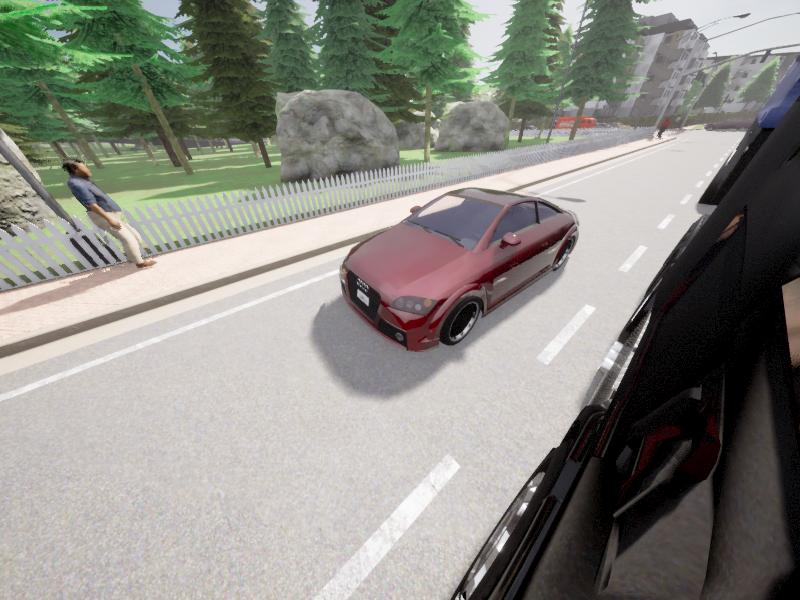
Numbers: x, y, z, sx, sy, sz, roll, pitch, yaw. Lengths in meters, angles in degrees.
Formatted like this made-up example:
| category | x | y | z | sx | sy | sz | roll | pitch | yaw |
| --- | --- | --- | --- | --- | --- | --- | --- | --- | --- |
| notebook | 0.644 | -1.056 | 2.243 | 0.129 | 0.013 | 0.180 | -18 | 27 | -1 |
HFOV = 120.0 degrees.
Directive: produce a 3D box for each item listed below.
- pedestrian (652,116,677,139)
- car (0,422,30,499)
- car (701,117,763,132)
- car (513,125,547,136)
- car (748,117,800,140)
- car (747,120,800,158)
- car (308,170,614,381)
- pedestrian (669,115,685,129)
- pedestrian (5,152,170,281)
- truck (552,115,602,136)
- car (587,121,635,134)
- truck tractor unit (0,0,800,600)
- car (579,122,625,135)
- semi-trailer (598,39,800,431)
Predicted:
| category | x | y | z | sx | sy | sz | roll | pitch | yaw |
| --- | --- | --- | --- | --- | --- | --- | --- | --- | --- |
| pedestrian | 26.932 | -17.591 | 23.587 | 0.751 | 1.860 | 0.751 | -17 | 39 | -19 |
| car | -4.470 | 1.841 | 0.127 | 3.988 | 1.617 | 1.851 | -27 | 43 | -29 |
| car | 45.384 | -24.069 | 31.710 | 1.812 | 1.442 | 4.674 | -26 | 43 | -28 |
| car | 23.190 | -30.321 | 41.420 | 1.837 | 1.490 | 4.892 | -26 | 43 | -28 |
| car | 35.159 | -15.803 | 21.287 | 4.792 | 1.488 | 2.163 | -20 | 40 | -22 |
| car | 23.433 | -9.953 | 14.134 | 5.366 | 1.575 | 1.801 | -27 | 43 | -29 |
| car | 1.113 | -0.949 | 3.698 | 4.181 | 1.385 | 1.994 | -26 | 43 | -28 |
| pedestrian | 45.354 | -29.120 | 37.822 | 0.751 | 1.860 | 0.751 | -19 | 40 | -21 |
| pedestrian | -5.029 | -1.394 | 3.977 | 0.751 | 1.860 | 0.751 | -27 | 43 | -29 |
| truck | 27.677 | -27.363 | 36.372 | 2.627 | 2.467 | 5.204 | -26 | 43 | -28 |
| car | 34.799 | -28.573 | 38.279 | 1.801 | 1.575 | 5.366 | -26 | 43 | -28 |
| truck tractor unit | 2.645 | -0.295 | 0.351 | 6.516 | 4.208 | 3.053 | -28 | 44 | -30 |
| car | 31.964 | -27.230 | 36.723 | 2.128 | 1.511 | 4.902 | -26 | 43 | -28 |
| semi-trailer | 8.708 | -3.601 | 4.214 | 14.254 | 4.402 | 2.717 | -28 | 44 | -30 |
